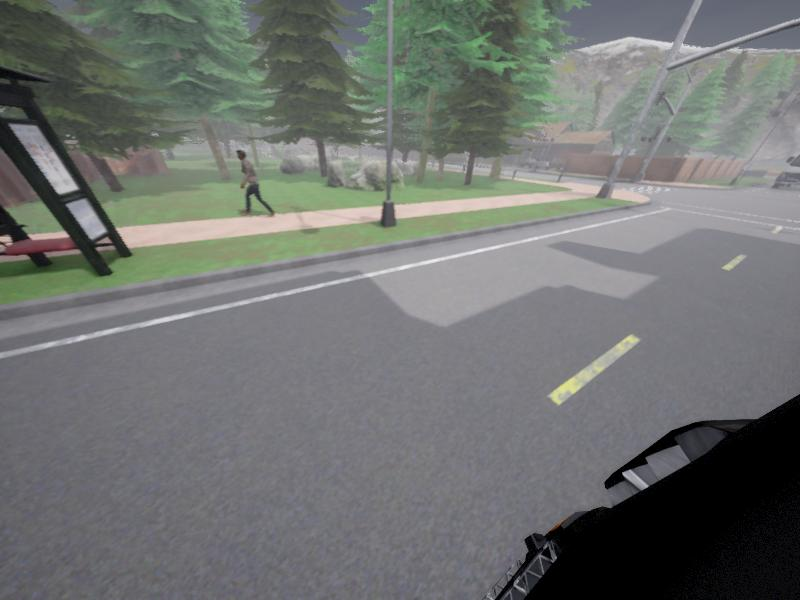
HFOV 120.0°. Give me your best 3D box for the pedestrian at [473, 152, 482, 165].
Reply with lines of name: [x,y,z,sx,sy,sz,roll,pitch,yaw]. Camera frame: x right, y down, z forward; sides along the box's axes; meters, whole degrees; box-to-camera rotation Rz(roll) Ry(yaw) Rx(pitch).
pedestrian: [13.331,-24.285,39.640,0.751,1.860,0.751,-15,37,-25]

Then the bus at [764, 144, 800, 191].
bus: [44.232,-13.991,24.256,10.273,4.253,3.944,-16,38,-26]

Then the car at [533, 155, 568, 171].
car: [22.736,-20.710,34.897,4.605,1.855,1.932,-17,38,-27]

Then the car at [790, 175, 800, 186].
car: [51.935,-15.158,29.028,4.902,1.511,2.128,-16,38,-26]

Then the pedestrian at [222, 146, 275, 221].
pedestrian: [-4.361,-3.396,6.817,0.751,1.860,0.751,-10,35,-18]

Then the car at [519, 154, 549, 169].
car: [21.097,-21.829,36.488,3.866,1.878,1.905,-17,38,-27]
